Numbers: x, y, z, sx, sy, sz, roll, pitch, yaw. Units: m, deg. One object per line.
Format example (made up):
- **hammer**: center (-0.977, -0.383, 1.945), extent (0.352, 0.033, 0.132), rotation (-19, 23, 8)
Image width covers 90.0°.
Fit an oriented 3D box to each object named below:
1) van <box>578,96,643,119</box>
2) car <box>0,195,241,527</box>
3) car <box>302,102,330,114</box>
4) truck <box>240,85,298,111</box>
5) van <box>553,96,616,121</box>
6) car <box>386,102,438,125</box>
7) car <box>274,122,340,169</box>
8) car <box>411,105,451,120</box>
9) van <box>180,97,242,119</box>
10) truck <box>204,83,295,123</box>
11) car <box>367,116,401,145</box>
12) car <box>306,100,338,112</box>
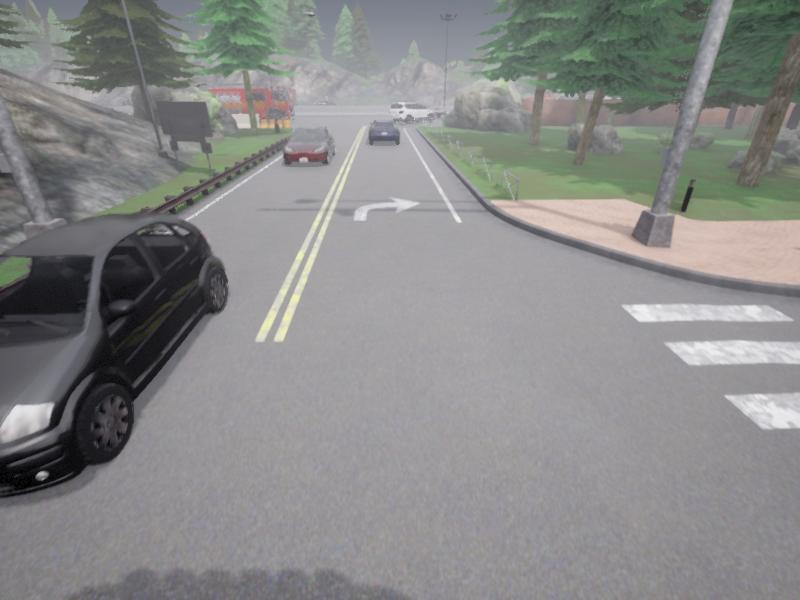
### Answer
- **van**: center (26.037, -23.896, 49.680), extent (6.366, 2.431, 2.351), rotation (-1, 28, -3)
- **car**: center (-3.484, 0.114, 4.461), extent (1.851, 1.617, 3.988), rotation (-1, 28, -2)
- **car**: center (-12.659, -29.031, 60.513), extent (3.806, 1.475, 1.970), rotation (-1, 28, -3)
- **truck**: center (-22.384, -34.724, 68.826), extent (8.468, 3.827, 2.891), rotation (-2, 28, -3)
- **van**: center (21.239, -22.194, 46.327), extent (5.915, 2.561, 1.988), rotation (-2, 28, -3)
- **car**: center (1.333, -19.592, 41.908), extent (5.566, 2.045, 2.150), rotation (-24, 35, -38)
- **car**: center (-4.186, -7.397, 18.894), extent (2.163, 1.488, 4.792), rotation (-1, 28, -2)
- **car**: center (3.734, -22.942, 48.853), extent (4.514, 1.525, 2.007), rotation (-1, 28, -3)
- **van**: center (-23.720, -24.287, 50.467), extent (6.366, 2.431, 2.351), rotation (-1, 28, -3)
- **truck**: center (-16.350, -21.828, 44.277), extent (8.468, 3.827, 2.891), rotation (-1, 28, -3)
- **car**: center (-1.028, -11.078, 26.021), extent (1.994, 1.385, 4.181), rotation (-1, 28, -2)
- **car**: center (-12.957, -32.359, 66.665), extent (4.856, 1.649, 2.033), rotation (-3, 28, -2)
